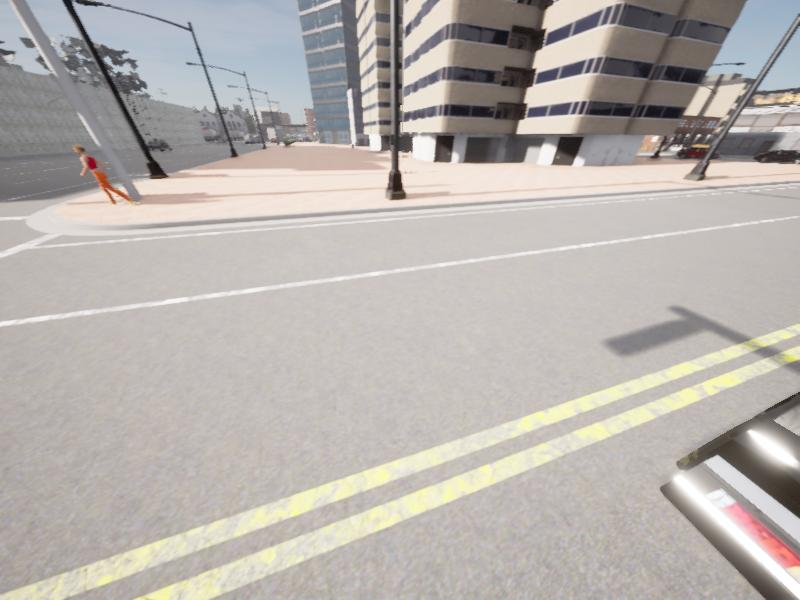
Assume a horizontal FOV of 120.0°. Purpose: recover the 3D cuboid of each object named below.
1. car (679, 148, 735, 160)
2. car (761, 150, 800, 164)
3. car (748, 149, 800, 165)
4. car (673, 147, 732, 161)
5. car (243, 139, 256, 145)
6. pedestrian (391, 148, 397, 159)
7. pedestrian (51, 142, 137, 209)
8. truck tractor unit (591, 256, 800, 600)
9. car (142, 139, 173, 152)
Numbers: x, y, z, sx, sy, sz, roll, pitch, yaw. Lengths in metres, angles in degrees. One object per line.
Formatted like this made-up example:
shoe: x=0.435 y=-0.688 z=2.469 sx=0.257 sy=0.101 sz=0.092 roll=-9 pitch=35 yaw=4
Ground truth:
car: x=48.748 y=-23.390 z=36.896 sx=2.163 sy=1.488 sz=4.792 roll=-10 pitch=36 yaw=-15
car: x=51.640 y=-18.350 z=29.631 sx=2.033 sy=1.411 sz=5.357 roll=-10 pitch=36 yaw=-15
car: x=48.214 y=-17.942 z=28.967 sx=1.812 sy=1.442 sz=4.674 roll=-10 pitch=36 yaw=-15
car: x=45.737 y=-22.304 z=35.155 sx=2.033 sy=1.649 sz=4.856 roll=-10 pitch=36 yaw=-15
car: x=-41.499 y=-43.660 z=63.888 sx=1.895 sy=1.301 sz=4.718 roll=-9 pitch=36 yaw=-14
pedestrian: x=-0.722 y=-18.293 z=28.892 sx=0.500 sy=1.100 sz=0.500 roll=16 pitch=38 yaw=20
pedestrian: x=-10.091 y=-4.156 z=7.751 sx=0.751 sy=1.860 sz=0.751 roll=-13 pitch=37 yaw=-18
truck tractor unit: x=5.283 y=-0.073 z=0.460 sx=6.516 sy=4.208 sz=3.053 roll=-10 pitch=36 yaw=-14
car: x=-39.210 y=-25.100 z=37.484 sx=1.789 sy=1.549 sz=3.705 roll=-9 pitch=36 yaw=-14
